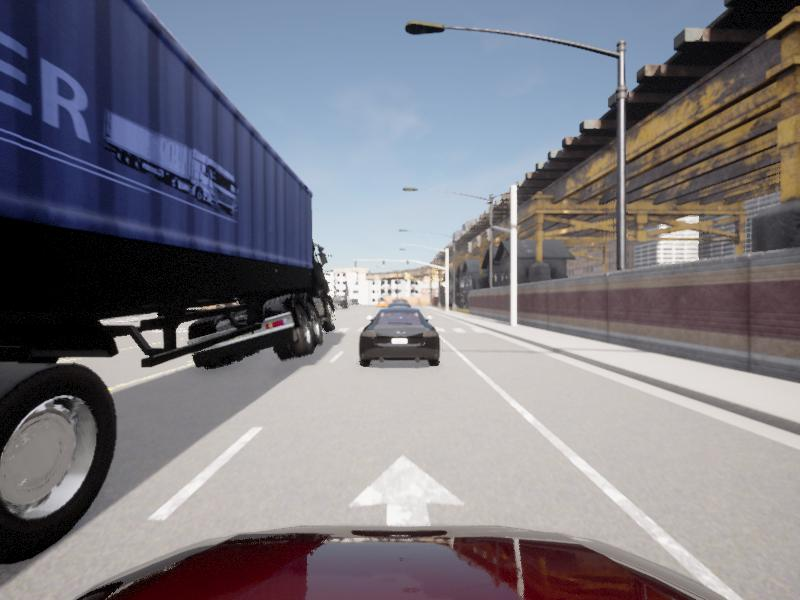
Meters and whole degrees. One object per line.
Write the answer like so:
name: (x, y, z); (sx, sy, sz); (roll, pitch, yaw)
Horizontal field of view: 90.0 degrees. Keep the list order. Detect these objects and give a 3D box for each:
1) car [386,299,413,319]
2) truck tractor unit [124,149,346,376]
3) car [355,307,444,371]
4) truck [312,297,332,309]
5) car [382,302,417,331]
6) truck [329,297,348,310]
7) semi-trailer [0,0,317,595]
car: (-0.034, 0.761, 36.437); (2.242, 1.667, 4.611); (0, 0, 0)
truck tractor unit: (-3.968, -0.765, 11.844); (3.053, 4.208, 6.516); (-16, 0, -2)
car: (-0.013, 0.909, 11.122); (1.994, 1.385, 4.181); (0, 0, 0)
truck: (-14.067, 0.551, 72.165); (2.390, 2.098, 6.274); (0, 0, 0)
car: (-0.023, 0.872, 22.924); (1.812, 1.442, 4.674); (0, 0, 0)
truck: (-10.564, 0.552, 69.460); (2.390, 2.098, 6.274); (0, 0, 0)
semi-trailer: (-3.511, -0.706, 3.876); (2.717, 4.402, 14.254); (0, 2, -1)
